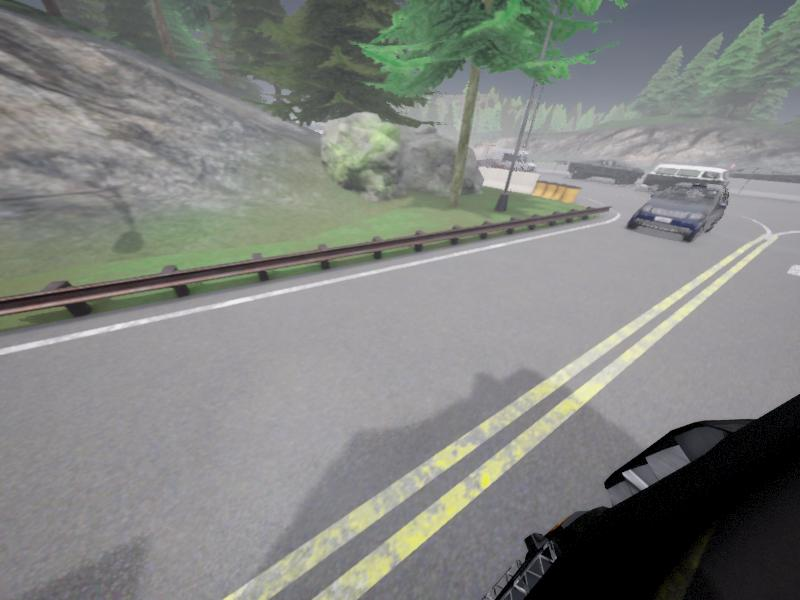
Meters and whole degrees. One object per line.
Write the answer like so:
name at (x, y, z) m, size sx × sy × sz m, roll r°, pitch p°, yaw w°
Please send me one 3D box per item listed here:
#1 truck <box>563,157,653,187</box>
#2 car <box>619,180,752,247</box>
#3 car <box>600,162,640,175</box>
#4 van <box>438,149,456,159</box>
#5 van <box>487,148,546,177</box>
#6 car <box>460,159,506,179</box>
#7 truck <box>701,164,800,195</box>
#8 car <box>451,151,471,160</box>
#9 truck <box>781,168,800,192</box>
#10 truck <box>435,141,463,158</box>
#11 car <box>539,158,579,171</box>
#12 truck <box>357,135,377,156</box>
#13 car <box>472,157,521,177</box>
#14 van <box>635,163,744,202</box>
truck at (21.223, -13.439, 24.050) m, size 2.390 × 2.098 × 6.274 m, roll -16°, pitch 38°, yaw -26°
car at (9.827, -3.154, 7.996) m, size 3.705 × 1.549 × 1.789 m, roll -17°, pitch 39°, yaw -28°
car at (36.076, -21.614, 37.939) m, size 1.816 × 1.474 × 4.193 m, roll -16°, pitch 38°, yaw -26°
van at (12.021, -37.711, 59.611) m, size 1.775 × 1.987 × 4.442 m, roll -16°, pitch 39°, yaw -26°
van at (13.969, -16.896, 28.246) m, size 1.988 × 2.561 × 5.915 m, roll -16°, pitch 38°, yaw -26°
car at (8.631, -13.951, 24.496) m, size 1.994 × 1.385 × 4.181 m, roll -16°, pitch 38°, yaw -26°
truck at (37.488, -12.840, 24.416) m, size 2.390 × 2.098 × 6.274 m, roll -16°, pitch 39°, yaw -26°
car at (15.885, -37.606, 60.072) m, size 2.033 × 1.649 × 4.856 m, roll -16°, pitch 38°, yaw -26°
truck at (45.768, -12.565, 24.311) m, size 2.627 × 2.467 × 5.204 m, roll -16°, pitch 38°, yaw -26°
truck at (14.108, -44.137, 67.695) m, size 2.891 × 3.827 × 8.468 m, roll -16°, pitch 38°, yaw -26°
car at (26.862, -22.995, 39.229) m, size 1.882 × 1.535 × 5.008 m, roll -16°, pitch 39°, yaw -26°
truck at (-8.284, -38.204, 57.123) m, size 2.891 × 3.827 × 8.468 m, roll -9°, pitch 36°, yaw -17°
car at (11.037, -15.500, 26.839) m, size 1.882 × 1.535 × 5.008 m, roll -16°, pitch 39°, yaw -26°
van at (21.729, -9.091, 17.663) m, size 2.069 × 2.038 × 4.480 m, roll -16°, pitch 38°, yaw -26°
